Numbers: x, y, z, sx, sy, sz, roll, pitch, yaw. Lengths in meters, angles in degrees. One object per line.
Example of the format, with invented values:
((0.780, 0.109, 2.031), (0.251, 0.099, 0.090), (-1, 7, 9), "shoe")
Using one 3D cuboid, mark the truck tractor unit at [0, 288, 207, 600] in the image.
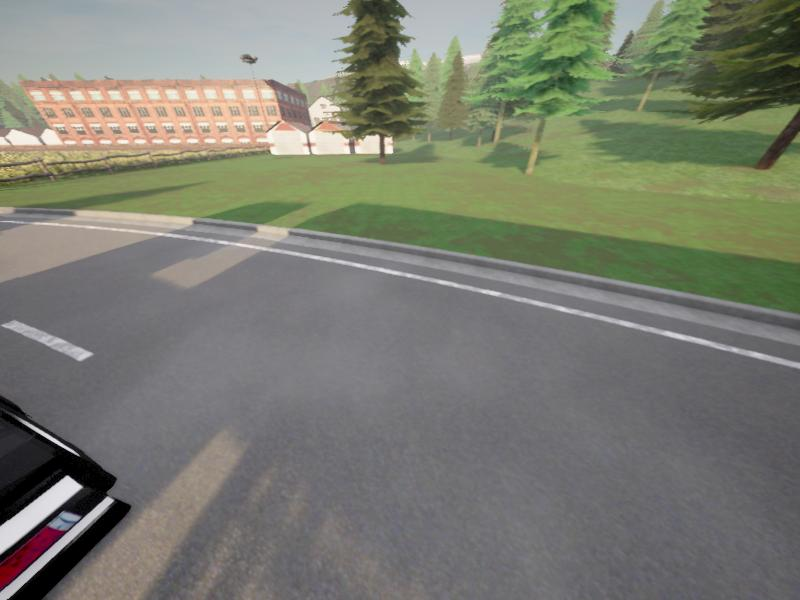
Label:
((-5.253, -0.126, 0.543), (6.516, 4.208, 3.053), (12, 37, 17), "truck tractor unit")
